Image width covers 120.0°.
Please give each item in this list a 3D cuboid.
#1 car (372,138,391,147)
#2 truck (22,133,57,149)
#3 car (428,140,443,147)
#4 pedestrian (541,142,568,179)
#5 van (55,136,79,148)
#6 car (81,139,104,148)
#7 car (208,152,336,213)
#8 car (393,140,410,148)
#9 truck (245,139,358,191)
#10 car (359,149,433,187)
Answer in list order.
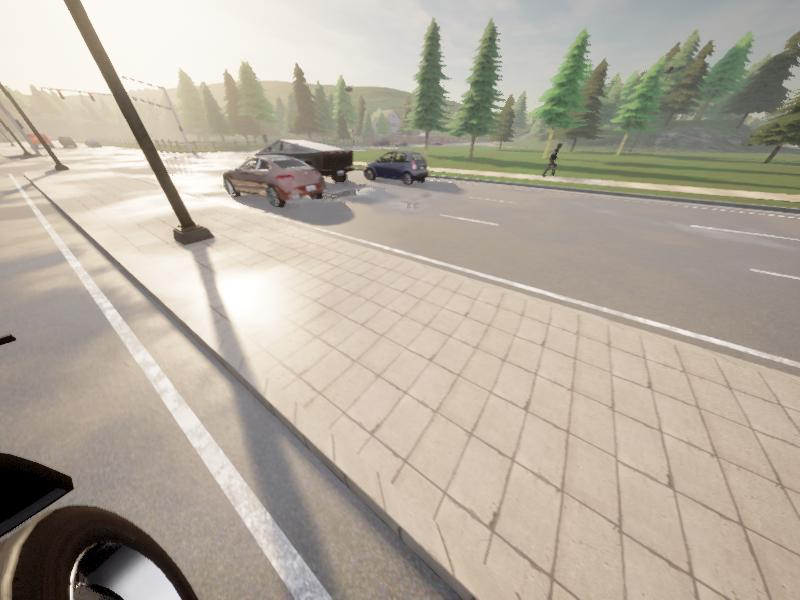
[{"bbox_3d":[-5.114,-44.242,64.796,2.150,2.045,5.566,22,41,28],"label":"car"},{"bbox_3d":[-72.661,-32.109,46.569,5.204,2.467,2.627,22,40,27],"label":"truck"},{"bbox_3d":[10.427,-46.208,68.250,2.128,1.511,4.902,22,41,28],"label":"car"},{"bbox_3d":[9.439,-8.530,14.169,0.751,1.860,0.751,21,40,27],"label":"pedestrian"},{"bbox_3d":[-71.275,-33.800,49.400,4.442,1.987,1.775,22,40,27],"label":"van"},{"bbox_3d":[-68.718,-34.990,51.614,5.357,1.411,2.033,22,40,27],"label":"car"},{"bbox_3d":[-5.416,-5.182,9.792,5.027,1.651,2.152,22,40,27],"label":"car"},{"bbox_3d":[0.460,-41.551,61.501,1.837,1.490,4.892,22,41,28],"label":"car"},{"bbox_3d":[-5.643,-7.906,13.237,6.274,2.098,2.390,22,40,27],"label":"truck"},{"bbox_3d":[-0.288,-8.024,13.883,3.988,1.617,1.851,22,40,27],"label":"car"}]
